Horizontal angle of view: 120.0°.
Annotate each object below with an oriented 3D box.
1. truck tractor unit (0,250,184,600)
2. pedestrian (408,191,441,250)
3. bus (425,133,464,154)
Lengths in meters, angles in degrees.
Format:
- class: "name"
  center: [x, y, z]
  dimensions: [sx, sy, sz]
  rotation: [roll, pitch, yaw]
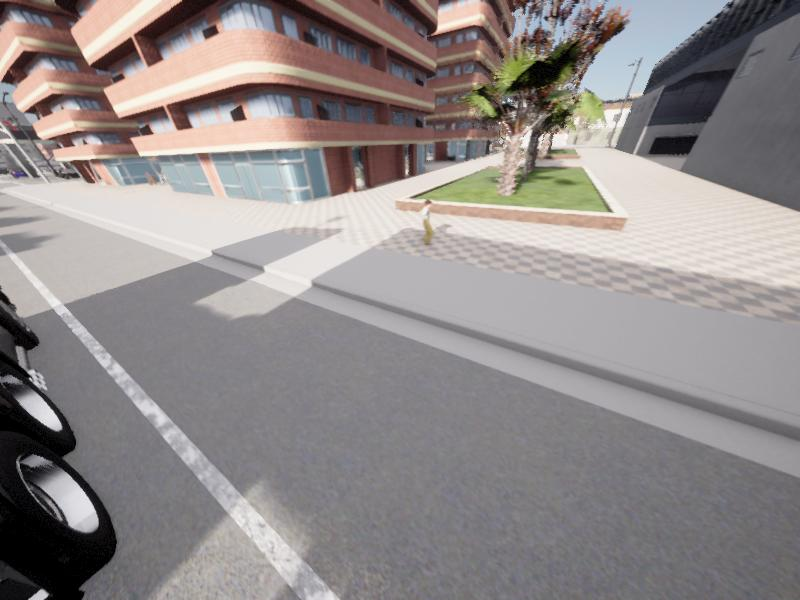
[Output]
- class: "truck tractor unit"
  center: [-5.164, -0.175, 1.059]
  dimensions: [6.516, 4.208, 3.053]
  rotation: [12, 32, 30]
- class: "pedestrian"
  center: [0.627, -2.087, 6.079]
  dimensions: [0.751, 1.300, 0.751]
  rotation: [1, 34, 5]
- class: "bus"
  center: [12.702, -45.134, 66.781]
  dimensions: [10.273, 4.253, 3.944]
  rotation: [15, 37, 26]
